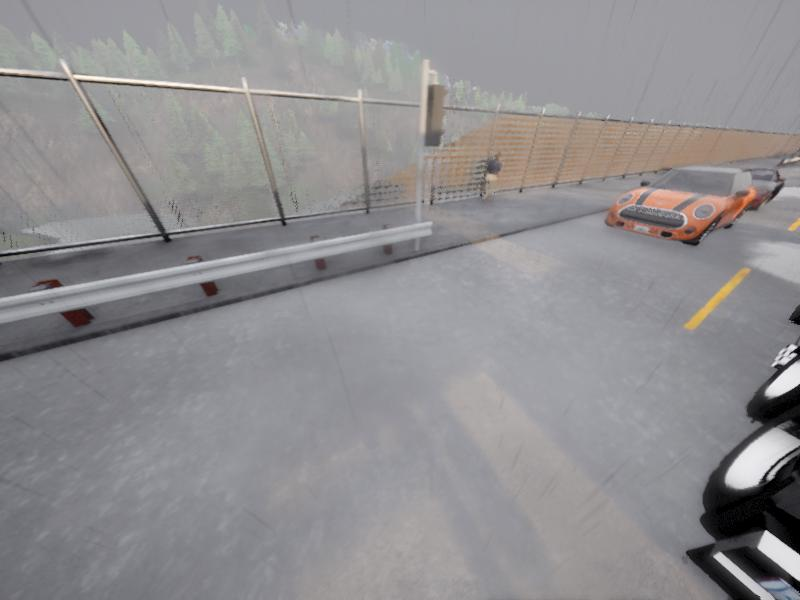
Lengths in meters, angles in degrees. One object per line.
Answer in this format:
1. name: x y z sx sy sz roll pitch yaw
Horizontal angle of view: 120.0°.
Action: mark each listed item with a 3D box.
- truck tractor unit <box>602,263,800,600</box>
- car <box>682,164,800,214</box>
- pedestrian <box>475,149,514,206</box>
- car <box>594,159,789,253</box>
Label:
1. truck tractor unit: 5.108 -0.304 0.783 6.516 4.208 3.053 -18 39 -24
2. car: 14.864 -4.958 10.047 4.181 1.385 1.994 -18 39 -25
3. pedestrian: 3.678 -4.827 9.112 0.751 1.860 0.751 -19 39 -26
4. car: 8.530 -3.043 6.871 4.553 1.767 2.097 -18 39 -24
